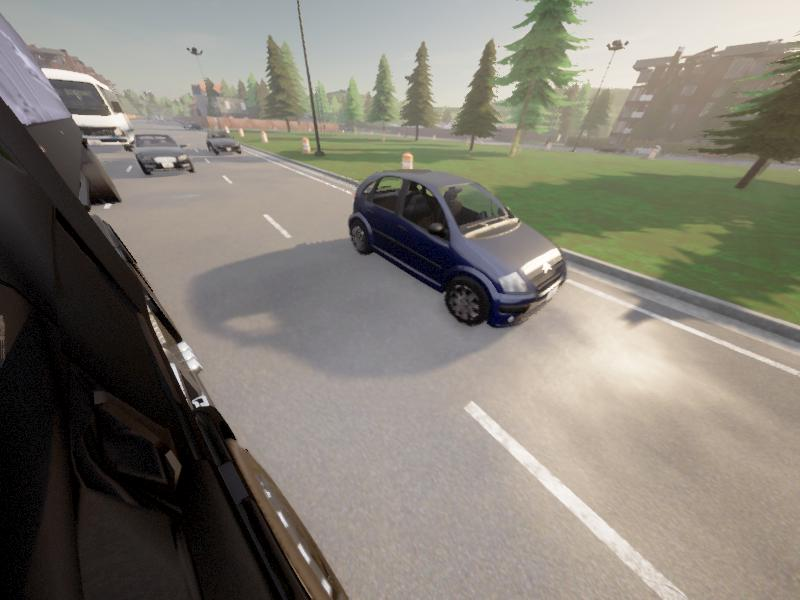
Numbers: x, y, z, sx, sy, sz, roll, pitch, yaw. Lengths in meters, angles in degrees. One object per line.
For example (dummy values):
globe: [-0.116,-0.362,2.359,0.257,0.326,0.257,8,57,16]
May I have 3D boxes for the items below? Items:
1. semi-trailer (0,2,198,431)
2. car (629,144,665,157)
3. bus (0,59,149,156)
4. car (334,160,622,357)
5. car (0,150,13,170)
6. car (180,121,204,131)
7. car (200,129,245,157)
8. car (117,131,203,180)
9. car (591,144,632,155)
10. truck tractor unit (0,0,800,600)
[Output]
semi-trailer: [-8.501,-3.733,4.413,14.254,4.402,2.717,31,46,32]
car: [41.311,-25.072,38.653,1.845,1.501,3.633,-24,44,-31]
bus: [-22.732,-13.784,17.139,3.944,4.253,10.273,-25,44,-32]
car: [0.719,-1.246,4.038,1.851,1.617,3.988,-25,45,-32]
car: [-18.221,-5.706,9.006,1.994,1.385,4.181,-25,45,-32]
car: [-45.856,-38.355,50.930,1.970,1.475,3.806,-1,37,-4]
car: [-13.890,-12.299,18.035,1.816,1.474,4.193,-25,45,-32]
car: [-11.778,-7.264,11.388,2.128,1.511,4.902,-27,46,-33]
car: [36.009,-25.728,39.391,1.895,1.301,4.718,-24,44,-31]
truck tractor unit: [-2.645,-0.295,0.351,6.516,4.208,3.053,28,44,30]
